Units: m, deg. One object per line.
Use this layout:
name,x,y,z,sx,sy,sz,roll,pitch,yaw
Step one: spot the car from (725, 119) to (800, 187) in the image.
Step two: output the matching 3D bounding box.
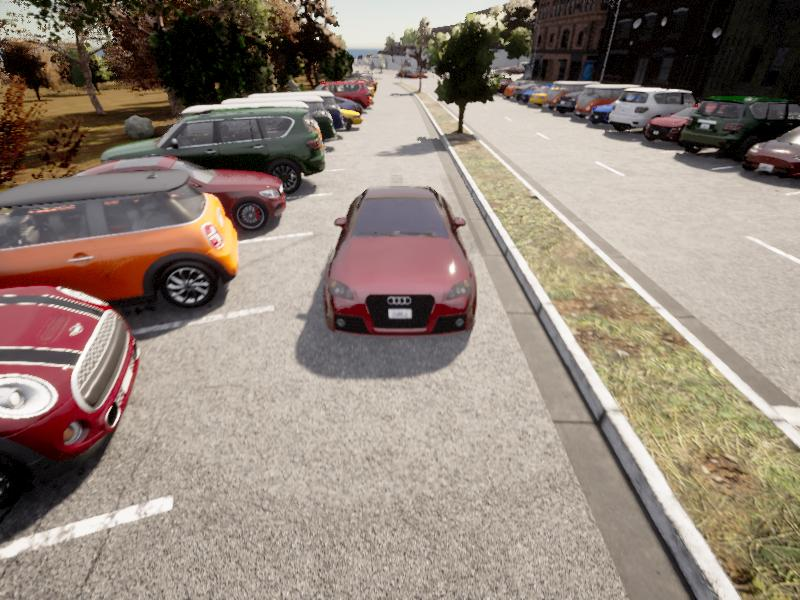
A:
car,13.325,-4.753,12.615,4.792,1.488,2.163,-10,32,-18

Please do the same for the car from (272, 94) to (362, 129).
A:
car,-4.877,-11.209,23.679,4.792,1.488,2.163,-11,32,-17

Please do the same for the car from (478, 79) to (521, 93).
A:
car,12.836,-27.639,51.605,5.008,1.535,2.097,-11,33,-20

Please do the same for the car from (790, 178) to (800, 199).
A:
car,13.332,-3.475,9.878,5.566,2.045,2.435,-10,32,-18

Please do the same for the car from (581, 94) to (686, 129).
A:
car,13.349,-10.861,22.983,5.008,1.535,2.097,-10,32,-18

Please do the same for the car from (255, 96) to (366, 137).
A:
car,-4.672,-9.776,21.162,5.366,1.575,1.946,-11,32,-17

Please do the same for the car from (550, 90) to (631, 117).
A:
car,13.366,-13.885,28.204,4.792,1.488,2.163,-10,32,-18

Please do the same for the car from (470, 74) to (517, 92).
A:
car,12.671,-29.376,54.069,5.566,2.045,2.435,-12,33,-20

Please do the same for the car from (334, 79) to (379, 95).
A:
car,-5.326,-26.234,49.279,5.008,1.535,2.097,-12,33,-18

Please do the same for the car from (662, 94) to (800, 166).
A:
car,13.378,-6.528,15.091,5.566,2.045,2.435,-10,32,-18

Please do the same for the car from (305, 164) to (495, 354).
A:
car,0.001,-1.000,6.343,1.994,1.385,4.181,0,30,0

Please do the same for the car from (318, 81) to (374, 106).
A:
car,-4.907,-18.865,36.444,4.553,1.767,2.185,-11,32,-17

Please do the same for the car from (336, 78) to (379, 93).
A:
car,-5.783,-29.185,54.321,5.366,1.575,1.946,-13,33,-19

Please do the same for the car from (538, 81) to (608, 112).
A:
car,13.225,-15.602,30.623,4.442,1.987,1.878,-10,32,-18

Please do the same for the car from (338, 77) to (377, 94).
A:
car,-5.497,-27.833,51.763,4.553,1.767,2.185,-13,32,-19

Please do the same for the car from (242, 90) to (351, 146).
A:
car,-4.738,-8.452,18.462,4.442,1.987,1.878,-11,32,-17

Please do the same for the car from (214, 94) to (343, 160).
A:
car,-4.733,-6.947,15.892,4.442,1.987,1.878,-11,32,-17

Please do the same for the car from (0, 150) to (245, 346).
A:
car,-4.797,-0.824,5.638,4.553,1.767,2.185,-11,32,-17

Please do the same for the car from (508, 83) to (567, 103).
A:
car,13.241,-20.001,38.580,4.892,1.521,2.231,-10,32,-18

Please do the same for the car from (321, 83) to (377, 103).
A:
car,-4.974,-20.249,39.058,5.008,1.535,2.097,-12,32,-17

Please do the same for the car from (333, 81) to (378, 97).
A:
car,-5.191,-24.722,46.755,4.792,1.488,2.163,-12,32,-18

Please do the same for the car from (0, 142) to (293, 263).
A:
car,-4.830,-2.182,8.287,4.674,1.452,2.002,-11,32,-17

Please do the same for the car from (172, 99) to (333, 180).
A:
car,-4.727,-5.442,13.323,4.442,1.987,1.878,-11,32,-17

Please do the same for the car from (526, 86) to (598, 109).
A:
car,13.487,-16.988,33.437,5.366,1.575,1.946,-10,32,-18

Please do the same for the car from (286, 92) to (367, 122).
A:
car,-4.830,-12.728,26.270,4.792,1.488,2.163,-11,32,-17

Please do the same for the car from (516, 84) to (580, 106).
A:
car,13.300,-18.475,35.976,5.008,1.535,2.097,-10,32,-18

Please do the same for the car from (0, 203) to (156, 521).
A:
car,-4.857,0.688,3.058,4.553,1.767,2.185,-11,32,-17

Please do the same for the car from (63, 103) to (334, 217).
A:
car,-4.860,-3.931,10.696,5.566,2.045,2.435,-11,32,-17

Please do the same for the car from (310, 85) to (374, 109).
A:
car,-4.895,-17.251,33.938,4.892,1.521,2.231,-11,32,-17

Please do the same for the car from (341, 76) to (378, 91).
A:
car,-5.752,-30.831,56.882,4.553,1.767,2.185,-13,33,-19

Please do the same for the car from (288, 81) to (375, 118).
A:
car,-4.892,-14.459,28.673,5.566,2.045,2.435,-11,32,-17

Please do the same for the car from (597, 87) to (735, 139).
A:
car,13.375,-9.565,20.275,5.566,2.045,2.435,-10,32,-18

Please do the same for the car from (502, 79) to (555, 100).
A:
car,13.179,-21.638,41.120,4.553,1.767,2.185,-11,32,-19

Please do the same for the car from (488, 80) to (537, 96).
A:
car,13.046,-24.587,46.399,5.008,1.535,2.097,-11,32,-19

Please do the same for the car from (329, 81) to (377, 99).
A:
car,-5.153,-23.209,44.172,4.792,1.488,2.163,-12,32,-18

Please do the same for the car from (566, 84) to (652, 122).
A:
car,13.239,-12.556,25.425,4.442,1.987,1.878,-10,32,-18

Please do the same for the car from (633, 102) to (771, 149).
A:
car,13.352,-7.823,17.797,5.008,1.535,2.097,-10,32,-18

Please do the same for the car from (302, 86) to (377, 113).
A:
car,-4.705,-15.791,31.432,5.366,1.575,1.946,-11,32,-17
